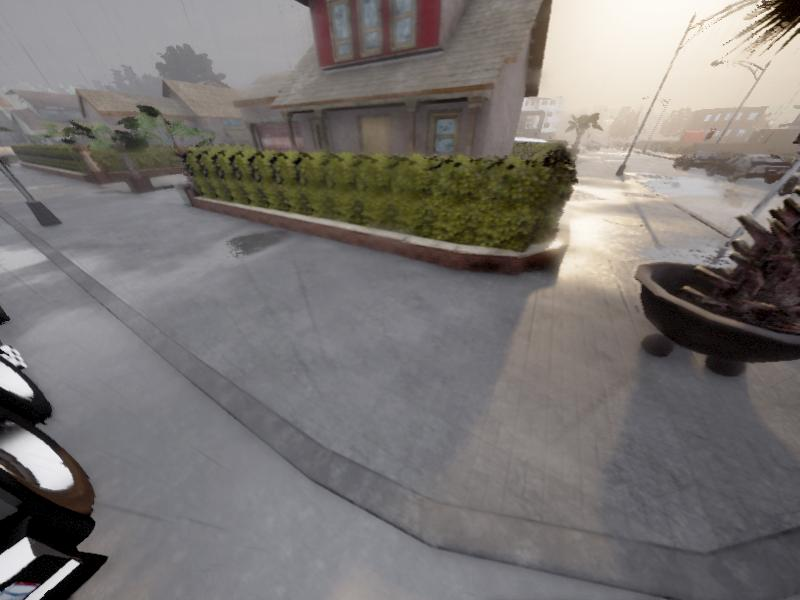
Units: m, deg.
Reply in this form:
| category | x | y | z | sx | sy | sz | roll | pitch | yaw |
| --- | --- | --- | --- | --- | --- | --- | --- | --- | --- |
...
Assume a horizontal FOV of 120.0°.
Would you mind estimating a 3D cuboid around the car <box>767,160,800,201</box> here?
| category | x | y | z | sx | sy | sz | roll | pitch | yaw |
| --- | --- | --- | --- | --- | --- | --- | --- | --- | --- |
| car | 18.394 | -4.652 | 9.328 | 1.994 | 1.385 | 4.181 | 16 | 38 | 22 |

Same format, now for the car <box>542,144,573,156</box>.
| category | x | y | z | sx | sy | sz | roll | pitch | yaw |
| --- | --- | --- | --- | --- | --- | --- | --- | --- | --- |
| car | 25.666 | -24.616 | 37.781 | 3.705 | 1.549 | 1.789 | 15 | 38 | 21 |

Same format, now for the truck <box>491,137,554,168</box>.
| category | x | y | z | sx | sy | sz | roll | pitch | yaw |
| --- | --- | --- | --- | --- | --- | --- | --- | --- | --- |
| truck | 11.172 | -13.630 | 21.213 | 4.478 | 2.038 | 2.069 | 20 | 40 | 23 |

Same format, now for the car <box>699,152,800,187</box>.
| category | x | y | z | sx | sy | sz | roll | pitch | yaw |
| --- | --- | --- | --- | --- | --- | --- | --- | --- | --- |
| car | 22.386 | -8.583 | 14.918 | 2.033 | 1.411 | 5.357 | 18 | 39 | 24 |

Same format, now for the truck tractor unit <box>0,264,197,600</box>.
| category | x | y | z | sx | sy | sz | roll | pitch | yaw |
| --- | --- | --- | --- | --- | --- | --- | --- | --- | --- |
| truck tractor unit | -5.111 | -0.302 | 0.780 | 6.516 | 4.208 | 3.053 | 18 | 39 | 24 |

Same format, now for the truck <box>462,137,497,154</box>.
| category | x | y | z | sx | sy | sz | roll | pitch | yaw |
| --- | --- | --- | --- | --- | --- | --- | --- | --- | --- |
| truck | 14.583 | -28.497 | 42.635 | 5.204 | 2.467 | 2.627 | 18 | 39 | 24 |

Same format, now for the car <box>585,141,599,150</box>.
| category | x | y | z | sx | sy | sz | roll | pitch | yaw |
| --- | --- | --- | --- | --- | --- | --- | --- | --- | --- |
| car | 47.925 | -38.719 | 57.770 | 1.930 | 1.638 | 5.238 | 18 | 39 | 24 |

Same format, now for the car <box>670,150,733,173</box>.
| category | x | y | z | sx | sy | sz | roll | pitch | yaw |
| --- | --- | --- | --- | --- | --- | --- | --- | --- | --- |
| car | 25.742 | -12.068 | 19.981 | 1.895 | 1.301 | 4.718 | 19 | 39 | 25 |

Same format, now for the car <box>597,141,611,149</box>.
| category | x | y | z | sx | sy | sz | roll | pitch | yaw |
| --- | --- | --- | --- | --- | --- | --- | --- | --- | --- |
| car | 58.267 | -44.305 | 65.970 | 2.152 | 1.651 | 5.027 | 18 | 39 | 24 |
